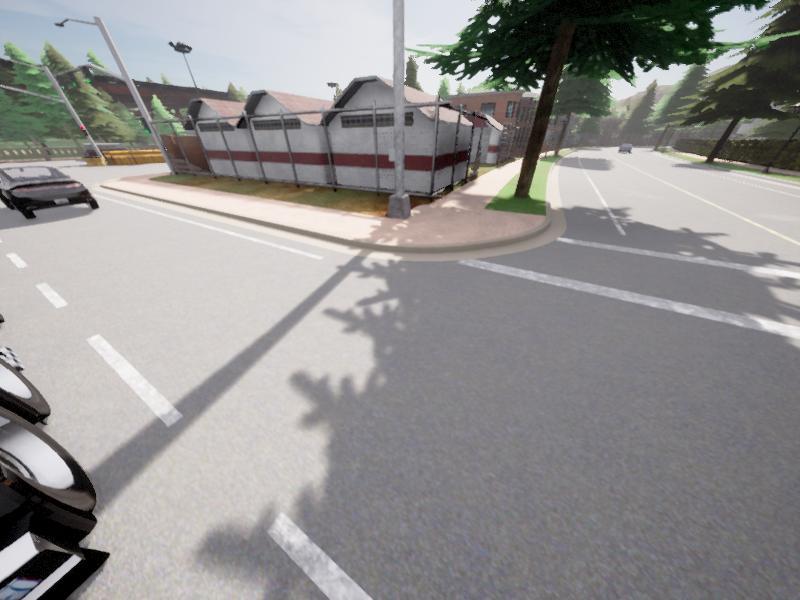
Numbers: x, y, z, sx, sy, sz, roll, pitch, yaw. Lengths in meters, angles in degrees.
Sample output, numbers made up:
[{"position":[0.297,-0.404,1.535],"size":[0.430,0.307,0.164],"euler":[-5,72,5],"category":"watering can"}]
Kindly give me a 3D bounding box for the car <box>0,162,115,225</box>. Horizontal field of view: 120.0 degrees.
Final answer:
[{"position":[-13.912,-4.280,8.901],"size":[4.902,1.511,2.128],"euler":[18,39,24],"category":"car"}]

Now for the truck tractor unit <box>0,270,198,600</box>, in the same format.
[{"position":[-5.128,-0.281,0.776],"size":[6.516,4.208,3.053],"euler":[18,39,24],"category":"truck tractor unit"}]

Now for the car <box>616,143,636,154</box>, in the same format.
[{"position":[41.070,-27.658,42.093],"size":[2.033,1.411,5.357],"euler":[24,42,30],"category":"car"}]

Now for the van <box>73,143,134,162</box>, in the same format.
[{"position":[-40.357,-20.299,31.630],"size":[1.775,1.987,4.442],"euler":[16,38,22],"category":"van"}]
